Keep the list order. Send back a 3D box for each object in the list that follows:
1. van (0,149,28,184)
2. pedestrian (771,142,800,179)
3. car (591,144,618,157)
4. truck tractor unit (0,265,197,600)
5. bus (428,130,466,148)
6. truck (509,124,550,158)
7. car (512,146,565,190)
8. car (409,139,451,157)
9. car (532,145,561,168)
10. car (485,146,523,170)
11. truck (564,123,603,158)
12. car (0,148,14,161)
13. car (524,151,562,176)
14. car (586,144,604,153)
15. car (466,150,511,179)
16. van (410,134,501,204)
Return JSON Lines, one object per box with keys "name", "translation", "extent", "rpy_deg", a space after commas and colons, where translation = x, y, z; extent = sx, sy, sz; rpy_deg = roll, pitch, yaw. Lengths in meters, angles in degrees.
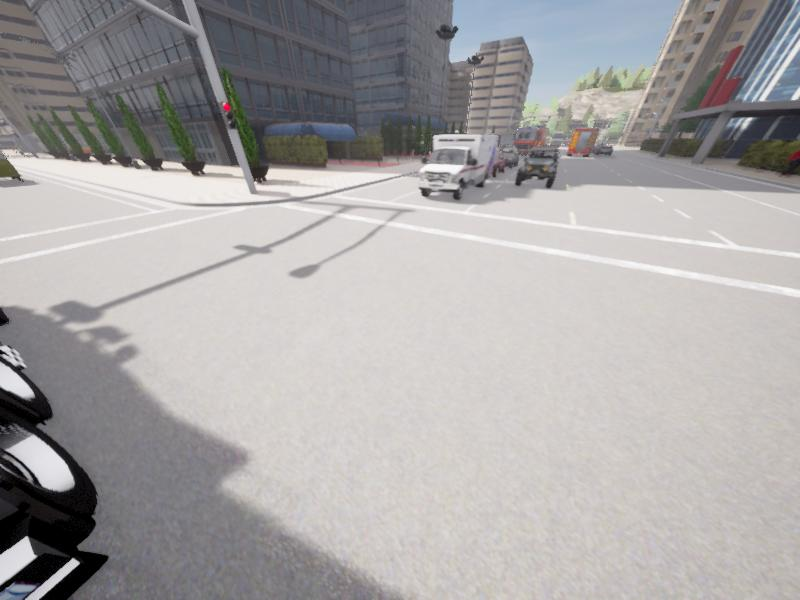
{"name": "van", "translation": [-27.859, -9.066, 15.520], "extent": [4.442, 1.987, 1.775], "rpy_deg": [18, 39, 24]}
{"name": "pedestrian", "translation": [23.939, -8.389, 13.894], "extent": [0.751, 1.860, 0.751], "rpy_deg": [20, 40, 27]}
{"name": "car", "translation": [31.292, -23.052, 35.497], "extent": [2.128, 1.511, 4.902], "rpy_deg": [18, 39, 24]}
{"name": "truck tractor unit", "translation": [-5.113, -0.300, 0.778], "extent": [6.516, 4.208, 3.053], "rpy_deg": [18, 39, 24]}
{"name": "bus", "translation": [13.925, -48.054, 69.149], "extent": [10.273, 4.253, 3.944], "rpy_deg": [18, 39, 24]}
{"name": "truck", "translation": [19.598, -23.899, 34.791], "extent": [2.891, 3.827, 8.468], "rpy_deg": [22, 41, 29]}
{"name": "car", "translation": [8.157, -7.873, 13.575], "extent": [1.905, 1.878, 3.866], "rpy_deg": [18, 39, 24]}
{"name": "car", "translation": [4.662, -23.815, 36.068], "extent": [6.274, 2.098, 2.390], "rpy_deg": [-18, 39, -24]}
{"name": "car", "translation": [14.988, -14.694, 23.526], "extent": [1.930, 1.638, 5.238], "rpy_deg": [18, 39, 24]}
{"name": "car", "translation": [10.034, -13.739, 22.173], "extent": [2.242, 1.667, 4.611], "rpy_deg": [18, 39, 24]}
{"name": "truck", "translation": [27.017, -23.729, 34.482], "extent": [2.891, 3.827, 8.468], "rpy_deg": [18, 39, 24]}
{"name": "car", "translation": [-58.271, -20.250, 32.197], "extent": [2.007, 1.525, 4.514], "rpy_deg": [-9, 36, -12]}
{"name": "car", "translation": [11.559, -11.090, 18.620], "extent": [1.994, 1.385, 4.181], "rpy_deg": [19, 39, 25]}
{"name": "car", "translation": [37.405, -29.193, 44.384], "extent": [1.994, 1.385, 4.181], "rpy_deg": [18, 39, 24]}
{"name": "car", "translation": [6.789, -10.396, 17.518], "extent": [1.882, 1.535, 5.008], "rpy_deg": [18, 39, 24]}
{"name": "van", "translation": [3.067, -6.985, 11.875], "extent": [2.351, 2.431, 6.366], "rpy_deg": [18, 39, 24]}
